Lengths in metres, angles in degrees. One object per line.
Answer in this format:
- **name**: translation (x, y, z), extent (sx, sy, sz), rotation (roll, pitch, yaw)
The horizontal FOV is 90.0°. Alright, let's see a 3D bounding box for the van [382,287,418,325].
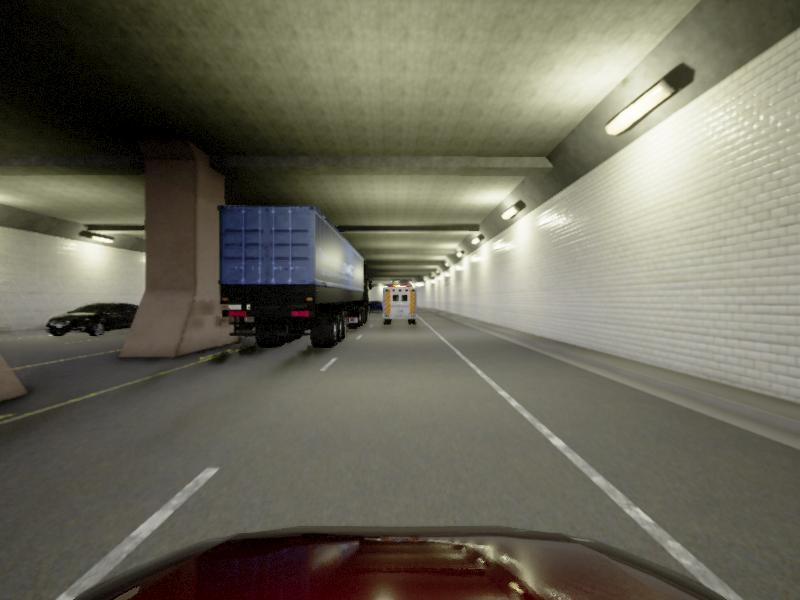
- **van**: translation (0.008, 0.385, 28.781), extent (2.351, 2.431, 6.366), rotation (0, 0, 0)

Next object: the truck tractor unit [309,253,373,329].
- **truck tractor unit**: translation (-3.490, -0.514, 25.477), extent (3.053, 4.208, 6.516), rotation (0, 0, 0)

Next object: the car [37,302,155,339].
- **car**: translation (-13.997, 0.849, 18.864), extent (1.837, 1.490, 4.892), rotation (0, 0, 0)

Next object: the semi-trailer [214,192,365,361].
- **semi-trailer**: translation (-3.494, -0.614, 17.561), extent (2.717, 4.402, 14.254), rotation (0, 0, 0)

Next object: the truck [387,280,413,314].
- **truck**: translation (0.016, -0.309, 48.539), extent (2.891, 3.827, 8.468), rotation (0, 0, 0)
